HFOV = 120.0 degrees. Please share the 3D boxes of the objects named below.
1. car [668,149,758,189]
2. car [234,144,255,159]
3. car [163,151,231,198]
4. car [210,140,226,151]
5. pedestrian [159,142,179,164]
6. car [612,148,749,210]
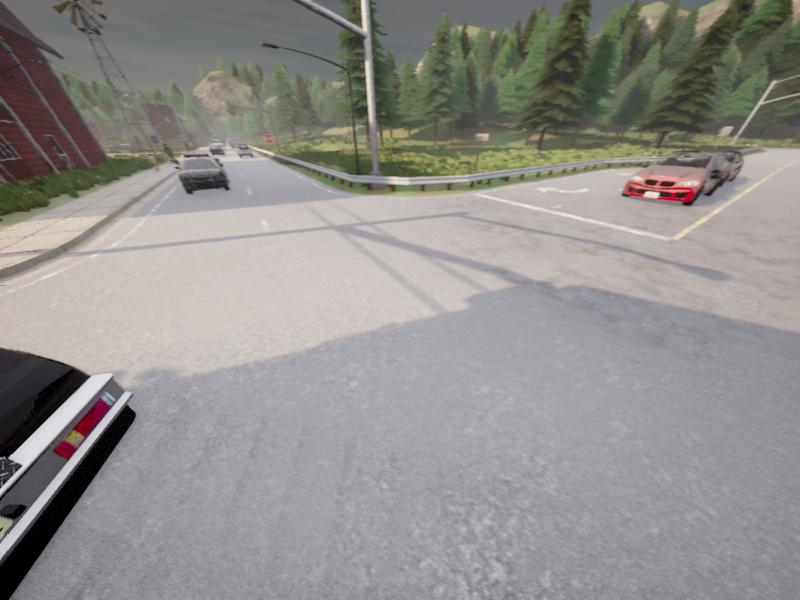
[{"bbox_3d":[16.662,-7.078,12.315,4.193,1.474,1.816,-21,40,-26],"label":"car"},{"bbox_3d":[-22.615,-21.620,33.503,1.851,1.617,3.988,-20,40,-25],"label":"car"},{"bbox_3d":[-10.840,-7.084,12.737,1.930,1.638,5.238,-20,40,-25],"label":"car"},{"bbox_3d":[-42.782,-36.382,54.340,2.150,2.045,5.566,-20,40,-25],"label":"car"},{"bbox_3d":[-24.176,-15.385,24.206,0.751,1.860,0.751,-20,40,-25],"label":"pedestrian"},{"bbox_3d":[11.551,-5.187,9.571,4.611,1.667,2.242,-21,40,-26],"label":"car"}]
